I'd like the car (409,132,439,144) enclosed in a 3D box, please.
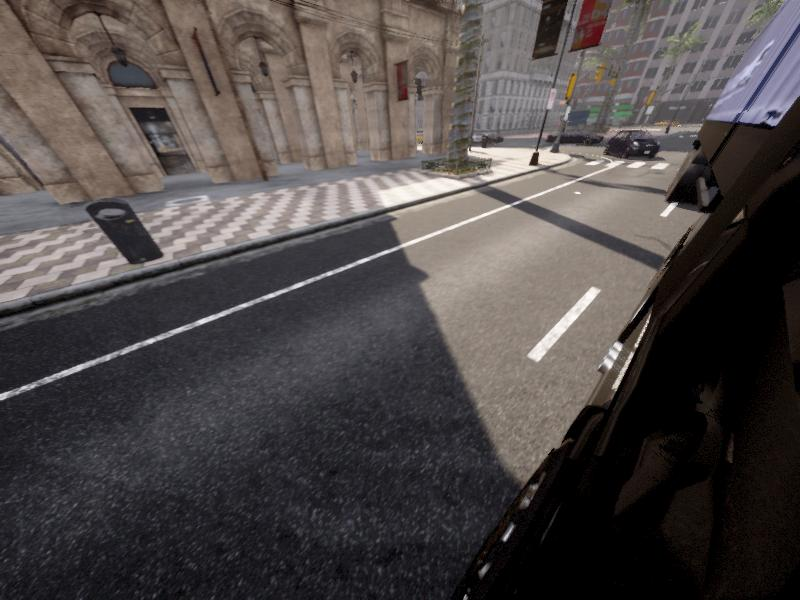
[{"bbox_3d":[4.050,-27.750,39.556,1.801,1.575,5.366,-28,43,-30],"label":"car"}]

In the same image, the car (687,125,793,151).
[{"bbox_3d":[25.167,-12.271,17.445,1.994,1.385,4.181,1,37,5],"label":"car"}]

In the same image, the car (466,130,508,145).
[{"bbox_3d":[11.823,-22.418,31.899,2.038,1.542,4.974,-28,43,-30],"label":"car"}]

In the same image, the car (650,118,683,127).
[{"bbox_3d":[64.382,-42.815,55.918,1.801,1.575,5.366,-2,36,1],"label":"car"}]

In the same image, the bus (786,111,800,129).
[{"bbox_3d":[54.656,-23.306,27.931,3.944,4.253,10.273,22,43,27],"label":"bus"}]

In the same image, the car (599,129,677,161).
[{"bbox_3d":[15.581,-10.426,15.450,1.845,1.501,3.633,6,37,11],"label":"car"}]

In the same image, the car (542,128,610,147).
[{"bbox_3d":[18.883,-17.653,25.102,2.033,1.411,5.357,-29,44,-31],"label":"car"}]

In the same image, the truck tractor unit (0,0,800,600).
[{"bbox_3d":[2.645,-0.295,0.351,6.516,4.208,3.053,-28,44,-30],"label":"truck tractor unit"}]

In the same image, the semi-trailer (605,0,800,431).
[{"bbox_3d":[8.326,-3.824,4.577,2.717,4.402,14.254,29,47,35],"label":"semi-trailer"}]

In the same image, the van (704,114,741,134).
[{"bbox_3d":[43.097,-23.565,30.950,4.480,2.038,2.069,-29,44,-32],"label":"van"}]
